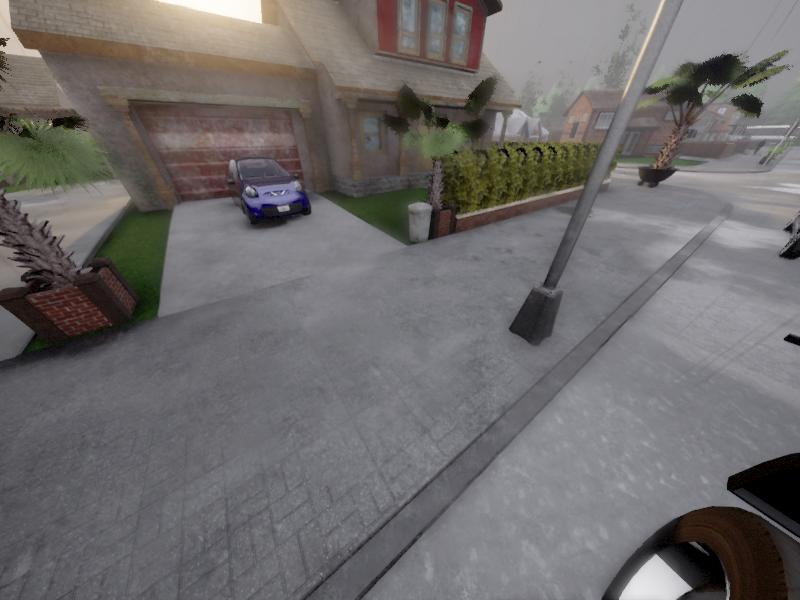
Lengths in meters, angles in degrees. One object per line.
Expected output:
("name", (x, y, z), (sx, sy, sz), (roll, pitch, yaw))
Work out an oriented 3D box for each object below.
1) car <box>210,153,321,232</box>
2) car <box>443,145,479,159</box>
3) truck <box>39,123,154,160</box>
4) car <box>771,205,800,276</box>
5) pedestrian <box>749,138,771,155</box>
("car", (-4.139, -3.473, 7.009), (1.845, 1.501, 3.633), (-24, 42, -30))
("car", (7.838, -19.299, 30.070), (1.994, 1.385, 4.181), (-22, 41, -28))
("truck", (-41.339, -22.073, 32.214), (8.468, 3.827, 2.891), (-22, 41, -28))
("car", (10.351, -1.729, 4.873), (5.238, 1.638, 1.930), (-22, 41, -28))
("pedestrian", (47.747, -20.360, 30.651), (0.751, 1.860, 0.751), (-23, 41, -29))
